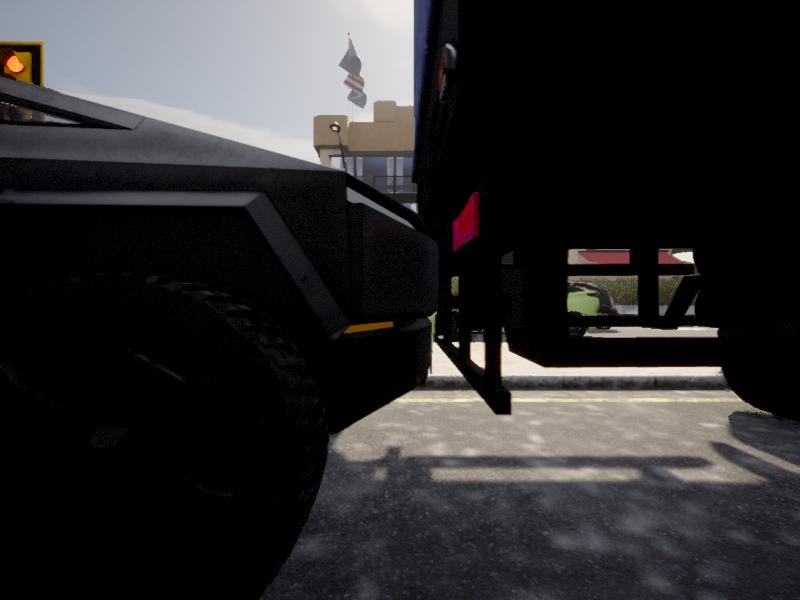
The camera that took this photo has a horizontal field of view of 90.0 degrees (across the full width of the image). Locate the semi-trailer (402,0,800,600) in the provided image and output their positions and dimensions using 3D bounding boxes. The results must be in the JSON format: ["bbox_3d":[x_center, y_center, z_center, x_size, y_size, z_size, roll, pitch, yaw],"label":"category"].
[{"bbox_3d":[7.154,-1.218,2.228,14.254,4.402,2.717,0,0,0],"label":"semi-trailer"}]

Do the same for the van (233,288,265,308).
[{"bbox_3d":[-19.964,-0.276,53.235,1.988,2.561,5.915,0,0,0],"label":"van"}]

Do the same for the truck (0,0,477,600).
[{"bbox_3d":[-2.952,-0.040,2.197,6.274,2.098,2.390,-1,0,0],"label":"truck"}]

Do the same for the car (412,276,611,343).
[{"bbox_3d":[2.593,0.227,10.200,4.514,1.525,2.007,0,0,0],"label":"car"}]

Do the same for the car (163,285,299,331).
[{"bbox_3d":[-5.605,0.253,13.676,3.806,1.475,1.970,0,0,0],"label":"car"}]
